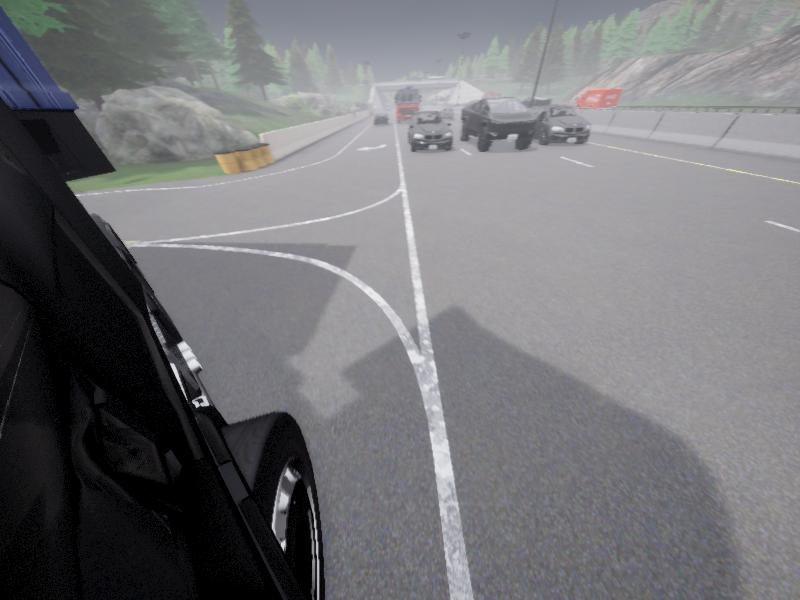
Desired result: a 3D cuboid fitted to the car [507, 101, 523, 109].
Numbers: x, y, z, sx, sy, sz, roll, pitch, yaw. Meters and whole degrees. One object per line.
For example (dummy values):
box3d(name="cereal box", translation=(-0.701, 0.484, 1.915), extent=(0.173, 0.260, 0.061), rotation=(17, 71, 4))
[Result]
box3d(name="car", translation=(28.220, -48.125, 57.029), extent=(1.816, 1.474, 4.193), rotation=(-3, 40, 0))

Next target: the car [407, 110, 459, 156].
box3d(name="car", translation=(1.647, -9.732, 13.258), extent=(2.242, 1.667, 4.611), rotation=(-3, 41, 0))

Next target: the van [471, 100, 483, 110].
box3d(name="van", translation=(21.015, -53.415, 63.344), extent=(1.775, 1.987, 4.442), rotation=(-3, 40, 0))

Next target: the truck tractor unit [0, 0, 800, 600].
box3d(name="truck tractor unit", translation=(-2.645, -0.295, 0.351), extent=(6.516, 4.208, 3.053), rotation=(28, 43, 30))

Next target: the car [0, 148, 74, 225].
box3d(name="car", translation=(-11.933, -2.735, 5.790), extent=(4.181, 1.385, 1.994), rotation=(-3, 40, 1))

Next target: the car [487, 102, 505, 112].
box3d(name="car", translation=(21.404, -43.174, 51.580), extent=(1.882, 1.535, 5.008), rotation=(-3, 40, 0))

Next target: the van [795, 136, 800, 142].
box3d(name="van", translation=(19.291, -6.175, 7.351), extent=(2.351, 2.431, 6.366), rotation=(-3, 40, 0))

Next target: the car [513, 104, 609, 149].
box3d(name="car", translation=(8.646, -9.970, 13.097), extent=(2.242, 1.667, 4.611), rotation=(-3, 40, 0))

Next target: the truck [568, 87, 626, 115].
box3d(name="truck", translation=(25.683, -26.151, 30.493), extent=(2.627, 2.467, 5.204), rotation=(-5, 40, -1))

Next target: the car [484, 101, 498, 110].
box3d(name="car", translation=(24.544, -52.751, 62.600), extent=(2.033, 1.649, 4.856), rotation=(-3, 40, 0))

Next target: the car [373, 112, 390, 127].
box3d(name="car", translation=(-2.371, -23.681, 30.277), extent=(1.895, 1.301, 4.718), rotation=(-3, 40, 1))

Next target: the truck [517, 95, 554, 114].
box3d(name="truck", translation=(21.828, -31.812, 37.702), extent=(2.390, 2.098, 6.274), rotation=(-3, 40, 0))

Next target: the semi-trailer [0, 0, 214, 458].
box3d(name="semi-trailer", translation=(-10.139, -1.403, 1.778), extent=(14.254, 4.402, 2.717), rotation=(3, 40, 5))

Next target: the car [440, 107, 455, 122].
box3d(name="car", translation=(6.817, -26.572, 32.963), extent=(1.816, 1.474, 4.193), rotation=(6, 41, 11))

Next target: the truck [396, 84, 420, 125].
box3d(name="truck", translation=(0.983, -27.059, 32.092), extent=(2.891, 3.827, 8.468), rotation=(-3, 40, 1))

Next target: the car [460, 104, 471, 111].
box3d(name="car", translation=(17.576, -51.831, 62.155), extent=(1.970, 1.475, 3.806), rotation=(-3, 40, 0))

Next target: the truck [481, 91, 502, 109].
box3d(name="truck", translation=(27.730, -60.920, 70.346), extent=(2.891, 3.827, 8.468), rotation=(-3, 40, 0))

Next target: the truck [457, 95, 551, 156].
box3d(name="truck", translation=(5.144, -9.833, 12.828), extent=(2.390, 2.098, 6.274), rotation=(-3, 40, 0))
